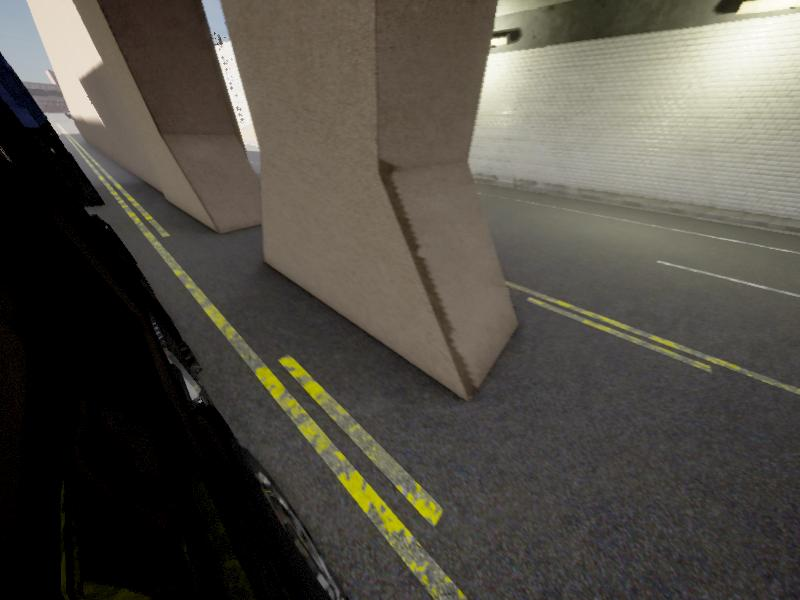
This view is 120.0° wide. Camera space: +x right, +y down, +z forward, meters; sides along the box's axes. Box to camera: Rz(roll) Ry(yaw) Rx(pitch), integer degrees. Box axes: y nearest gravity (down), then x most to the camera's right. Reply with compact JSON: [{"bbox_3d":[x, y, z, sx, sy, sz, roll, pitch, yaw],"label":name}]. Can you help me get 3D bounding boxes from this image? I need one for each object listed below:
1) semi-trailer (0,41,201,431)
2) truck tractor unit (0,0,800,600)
[{"bbox_3d":[-8.694,-3.594,4.252,14.254,4.402,2.717,28,43,30],"label":"semi-trailer"},{"bbox_3d":[-2.645,-0.295,0.352,6.516,4.208,3.053,28,44,30],"label":"truck tractor unit"}]
